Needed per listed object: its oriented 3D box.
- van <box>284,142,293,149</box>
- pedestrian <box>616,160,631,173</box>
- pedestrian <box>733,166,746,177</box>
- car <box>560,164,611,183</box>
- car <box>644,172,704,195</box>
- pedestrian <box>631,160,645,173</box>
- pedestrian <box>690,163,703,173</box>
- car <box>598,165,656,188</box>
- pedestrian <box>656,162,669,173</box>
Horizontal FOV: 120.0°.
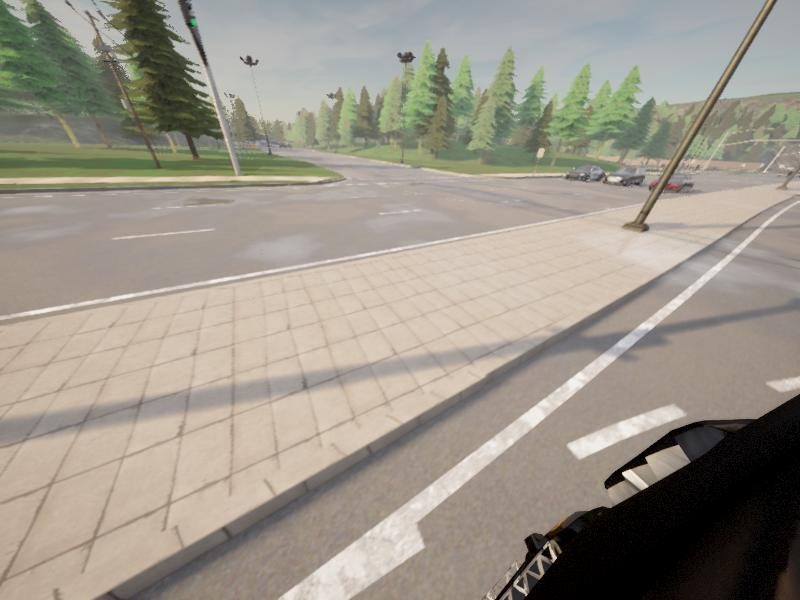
[{"bbox_3d":[-40.230,-55.688,83.280,2.069,2.038,4.480,-15,37,-25],"label":"van"},{"bbox_3d":[36.261,-21.649,37.482,0.751,1.860,0.751,-15,37,-25],"label":"pedestrian"},{"bbox_3d":[72.071,-27.289,49.062,0.751,1.860,0.751,-22,41,-33],"label":"pedestrian"},{"bbox_3d":[19.661,-13.484,24.491,4.974,1.542,2.038,-16,38,-26],"label":"car"},{"bbox_3d":[23.202,-9.958,19.582,4.181,1.385,1.994,-16,38,-26],"label":"car"},{"bbox_3d":[40.525,-22.619,39.277,0.751,1.860,0.751,-14,37,-24],"label":"pedestrian"},{"bbox_3d":[63.989,-28.414,49.846,0.751,1.860,0.751,-8,35,-16],"label":"pedestrian"},{"bbox_3d":[21.765,-11.898,22.165,4.856,1.649,2.033,-17,38,-26],"label":"car"},{"bbox_3d":[50.163,-25.345,44.141,0.751,1.860,0.751,-14,37,-24],"label":"pedestrian"}]
